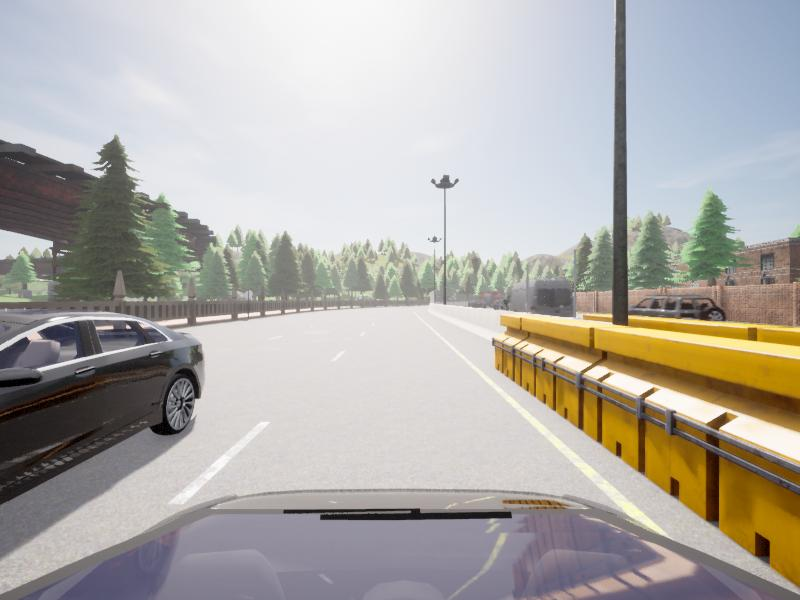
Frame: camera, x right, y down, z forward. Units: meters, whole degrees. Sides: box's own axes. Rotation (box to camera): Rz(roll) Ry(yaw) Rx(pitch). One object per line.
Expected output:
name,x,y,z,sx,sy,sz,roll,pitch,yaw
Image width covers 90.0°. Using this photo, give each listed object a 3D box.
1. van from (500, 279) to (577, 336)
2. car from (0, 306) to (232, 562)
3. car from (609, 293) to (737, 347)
van,7.007,0.327,21.075,1.988,2.561,5.915,0,0,0
car,-3.500,0.837,3.363,2.128,1.511,4.902,0,0,0
car,10.501,0.658,15.923,1.932,1.855,4.605,0,0,0
